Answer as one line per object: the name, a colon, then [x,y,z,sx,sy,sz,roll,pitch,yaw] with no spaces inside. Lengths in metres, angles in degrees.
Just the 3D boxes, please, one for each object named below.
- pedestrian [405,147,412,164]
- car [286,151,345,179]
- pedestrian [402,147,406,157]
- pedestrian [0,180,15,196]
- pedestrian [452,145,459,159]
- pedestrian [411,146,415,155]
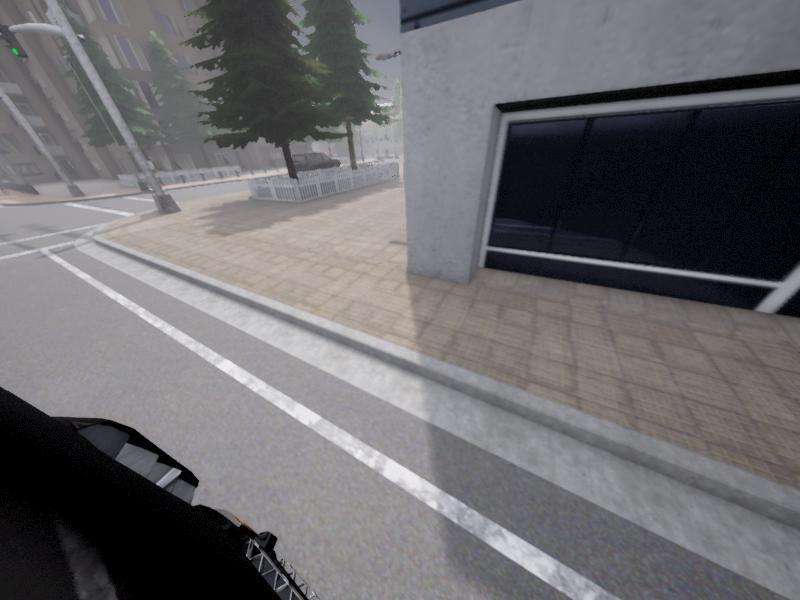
pedestrian: [1.090,-19.224,30.799,0.751,1.860,0.751,7,35,14]
car: [-8.479,-14.005,23.848,2.150,2.045,5.566,14,37,24]
pedestrian: [0.872,-35.257,54.927,0.751,1.860,0.751,4,34,10]
pedestrian: [-32.381,-9.088,18.817,0.500,1.100,0.500,13,37,22]
pedestrian: [8.806,-23.609,36.765,0.751,1.860,0.751,-5,34,-4]
pedestrian: [3.195,-36.980,57.253,0.751,1.860,0.751,19,39,30]
